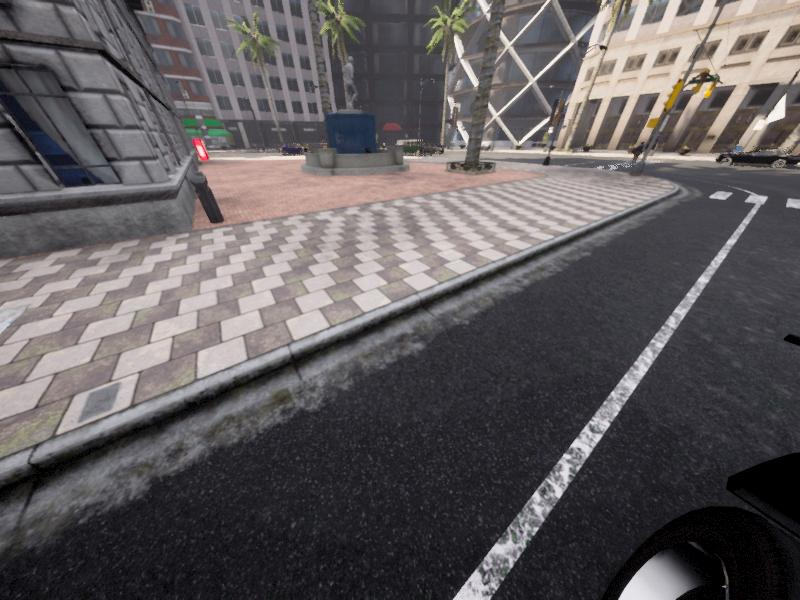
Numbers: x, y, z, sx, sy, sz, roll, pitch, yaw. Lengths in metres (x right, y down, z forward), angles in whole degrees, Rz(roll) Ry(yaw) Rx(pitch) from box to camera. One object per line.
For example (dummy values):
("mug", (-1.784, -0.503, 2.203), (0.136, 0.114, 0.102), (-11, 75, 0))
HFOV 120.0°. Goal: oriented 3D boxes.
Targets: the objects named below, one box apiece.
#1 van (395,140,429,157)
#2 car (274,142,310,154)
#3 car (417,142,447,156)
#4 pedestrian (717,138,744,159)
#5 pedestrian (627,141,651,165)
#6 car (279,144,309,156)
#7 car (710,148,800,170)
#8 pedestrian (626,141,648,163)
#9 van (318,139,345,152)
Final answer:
("van", (1.706, -22.176, 33.681), (4.442, 1.987, 1.775), (12, 37, 17))
("car", (-19.019, -26.996, 41.016), (5.366, 1.575, 1.801), (-5, 35, -7))
("car", (4.917, -23.398, 35.725), (3.988, 1.617, 1.851), (16, 38, 21))
("pedestrian", (36.807, -16.885, 25.739), (0.751, 1.860, 0.751), (20, 40, 26))
("pedestrian", (22.651, -13.950, 21.926), (0.751, 1.860, 0.751), (-25, 42, -31))
("car", (-16.210, -23.160, 35.592), (3.633, 1.501, 1.845), (-6, 35, -7))
("car", (31.549, -12.540, 20.399), (1.895, 1.301, 4.718), (-22, 40, -28))
("pedestrian", (24.224, -15.147, 23.616), (0.751, 1.860, 0.751), (-22, 40, -27))
("van", (-12.950, -29.499, 44.178), (4.442, 1.987, 1.775), (-1, 35, -1))
